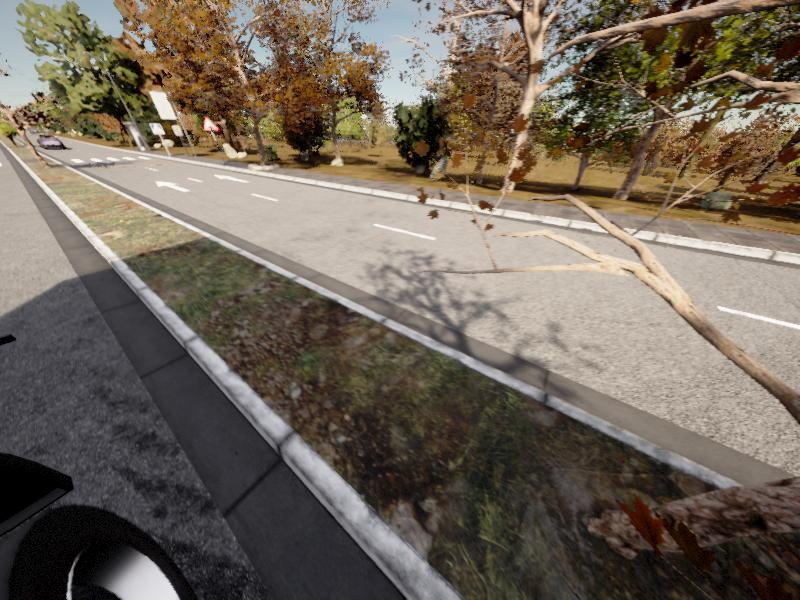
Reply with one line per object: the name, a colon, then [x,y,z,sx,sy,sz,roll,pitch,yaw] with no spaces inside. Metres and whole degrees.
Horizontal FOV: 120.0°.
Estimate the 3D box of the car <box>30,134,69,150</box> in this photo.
car: [-48.485,-21.880,31.944,4.856,1.649,2.033,23,41,27]
